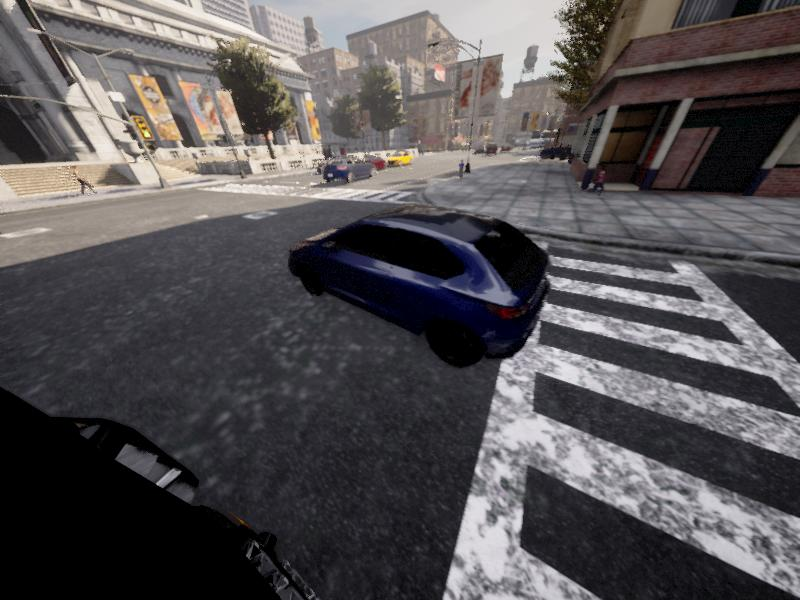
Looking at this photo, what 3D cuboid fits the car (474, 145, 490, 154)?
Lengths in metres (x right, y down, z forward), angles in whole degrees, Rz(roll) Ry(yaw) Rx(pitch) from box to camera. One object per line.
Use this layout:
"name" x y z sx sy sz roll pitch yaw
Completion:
"car" 18.053 -33.055 50.786 2.038 1.542 4.974 15 37 25

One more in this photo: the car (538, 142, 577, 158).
"car" 21.784 -20.787 32.032 3.988 1.617 1.851 18 39 29

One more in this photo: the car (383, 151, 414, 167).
"car" -0.015 -18.539 30.365 1.882 1.535 5.008 14 37 24

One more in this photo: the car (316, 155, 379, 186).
"car" -3.928 -10.397 18.367 2.152 1.651 5.027 13 37 22

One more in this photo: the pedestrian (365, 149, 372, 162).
"pedestrian" -5.392 -24.907 39.714 0.751 1.860 0.751 15 38 25

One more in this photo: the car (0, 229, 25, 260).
"car" -12.779 -1.375 5.253 1.905 1.878 3.866 15 38 25

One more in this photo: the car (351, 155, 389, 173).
"car" -3.200 -15.050 25.522 1.994 1.385 4.181 15 38 24

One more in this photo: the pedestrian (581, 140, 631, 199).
"pedestrian" 7.648 -4.875 8.676 0.751 1.860 0.751 17 38 27

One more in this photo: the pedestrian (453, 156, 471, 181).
"pedestrian" 3.867 -8.218 14.482 0.751 1.300 0.751 15 38 25

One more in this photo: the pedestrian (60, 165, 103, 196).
"pedestrian" -22.170 -8.337 16.117 0.751 1.860 0.751 10 36 18

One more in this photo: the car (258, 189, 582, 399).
"car" -0.058 -0.677 3.624 4.193 1.474 1.816 22 41 32

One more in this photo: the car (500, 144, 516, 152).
"car" 26.081 -36.780 55.819 2.163 1.488 4.792 20 40 30

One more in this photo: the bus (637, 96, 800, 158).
"bus" 31.932 -16.862 22.997 10.273 4.253 3.944 15 38 25

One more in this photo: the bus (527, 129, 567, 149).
"bus" 41.946 -46.061 66.053 10.273 4.253 3.944 -18 36 -22

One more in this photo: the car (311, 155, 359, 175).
"car" -7.083 -15.081 25.731 2.128 1.511 4.902 15 38 25

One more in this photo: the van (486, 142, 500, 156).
"van" 17.351 -28.201 43.148 1.775 1.987 4.442 11 36 20
